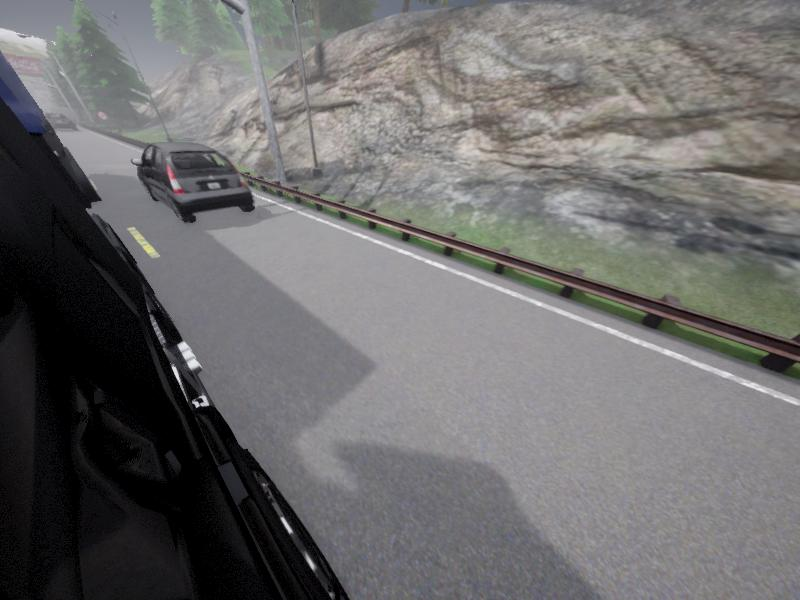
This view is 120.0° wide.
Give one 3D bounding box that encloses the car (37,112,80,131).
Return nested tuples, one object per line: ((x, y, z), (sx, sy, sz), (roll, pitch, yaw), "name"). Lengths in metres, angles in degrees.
((-42.551, -22.252, 28.781), (4.611, 1.667, 2.242), (27, 43, 28), "car")

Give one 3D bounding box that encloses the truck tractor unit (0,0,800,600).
((-2.645, -0.295, 0.352), (6.516, 4.208, 3.053), (28, 44, 30), "truck tractor unit")

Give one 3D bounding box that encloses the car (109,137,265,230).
((-6.023, -3.524, 6.578), (3.988, 1.617, 1.851), (27, 42, 29), "car")

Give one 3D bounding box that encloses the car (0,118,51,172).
((-17.848, -6.932, 10.177), (4.856, 1.649, 2.033), (27, 42, 28), "car")

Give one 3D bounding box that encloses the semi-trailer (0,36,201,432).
((-8.670, -3.664, 4.195), (14.254, 4.402, 2.717), (29, 43, 29), "semi-trailer")

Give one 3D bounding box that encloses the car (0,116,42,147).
((-26.788, -11.462, 15.649), (4.902, 1.511, 2.128), (27, 42, 28), "car")
